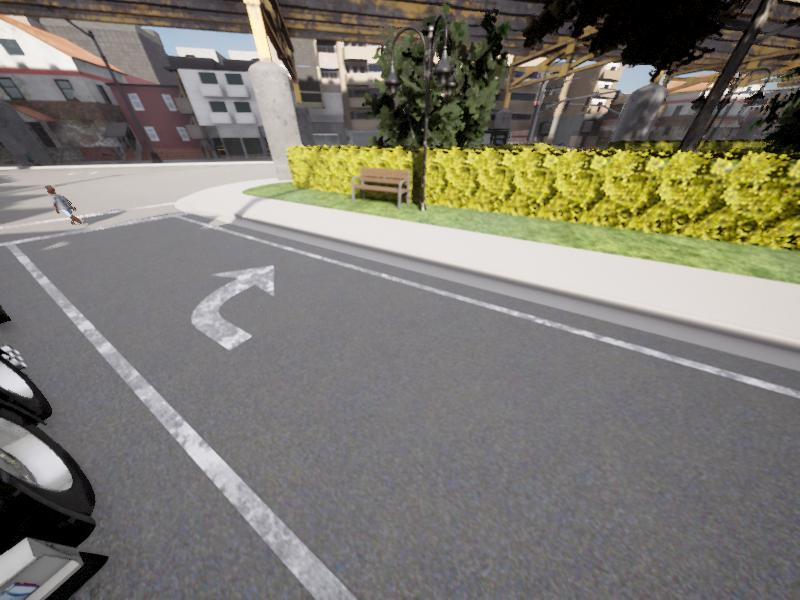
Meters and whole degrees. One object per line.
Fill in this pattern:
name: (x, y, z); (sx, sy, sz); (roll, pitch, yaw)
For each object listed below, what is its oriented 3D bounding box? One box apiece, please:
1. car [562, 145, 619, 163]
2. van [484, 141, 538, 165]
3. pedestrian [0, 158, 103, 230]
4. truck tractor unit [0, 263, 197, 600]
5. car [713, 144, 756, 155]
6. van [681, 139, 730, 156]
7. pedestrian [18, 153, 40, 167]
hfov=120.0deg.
car: (22.375, -17.238, 27.191); (5.366, 1.575, 1.801); (-9, 36, -12)
van: (11.833, -15.829, 24.834); (4.480, 2.038, 2.069); (-7, 35, -12)
pedestrian: (-10.400, -3.172, 6.964); (0.751, 1.860, 0.751); (0, 35, 0)
truck tractor unit: (-5.108, -0.303, 0.778); (6.516, 4.208, 3.053); (18, 39, 24)
car: (53.061, -23.906, 36.711); (4.181, 1.385, 1.994); (-8, 36, -11)
van: (46.348, -23.158, 35.101); (4.480, 2.038, 2.069); (-9, 36, -12)
pedestrian: (-37.185, -14.030, 23.164); (0.500, 1.100, 0.500); (-10, 36, -14)
